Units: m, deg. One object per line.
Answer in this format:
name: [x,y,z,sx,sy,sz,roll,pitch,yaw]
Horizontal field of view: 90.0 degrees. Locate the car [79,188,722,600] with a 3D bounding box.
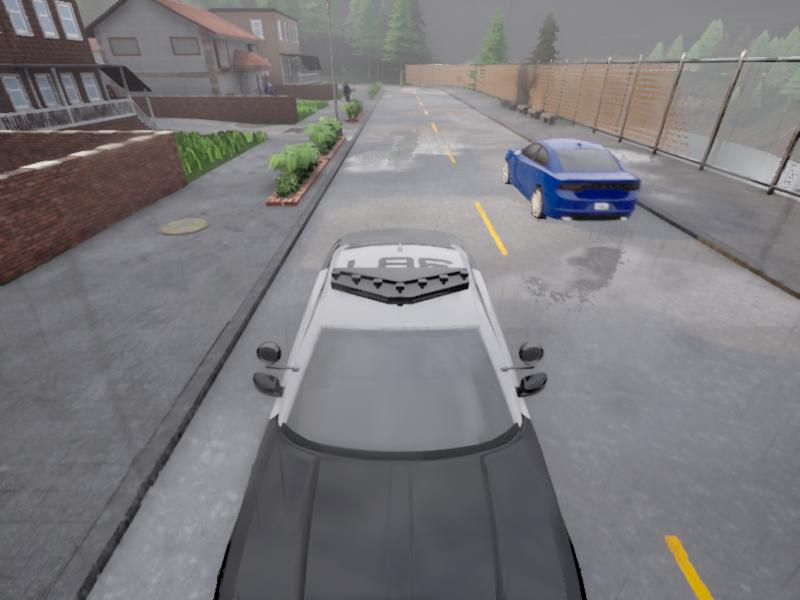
car: [0.001,0.548,3.433,1.930,1.638,5.238,0,30,0]

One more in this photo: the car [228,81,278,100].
car: [-13.279,-19.017,36.282,3.633,1.501,1.845,0,30,0]

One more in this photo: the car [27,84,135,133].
car: [-15.535,-9.587,19.847,1.905,1.878,3.866,0,30,0]

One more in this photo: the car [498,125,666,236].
car: [4.003,-3.233,9.998,1.882,1.535,5.008,0,30,0]

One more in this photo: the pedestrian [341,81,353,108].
pedestrian: [-4.254,-16.484,32.064,0.751,1.860,0.751,0,30,1]
